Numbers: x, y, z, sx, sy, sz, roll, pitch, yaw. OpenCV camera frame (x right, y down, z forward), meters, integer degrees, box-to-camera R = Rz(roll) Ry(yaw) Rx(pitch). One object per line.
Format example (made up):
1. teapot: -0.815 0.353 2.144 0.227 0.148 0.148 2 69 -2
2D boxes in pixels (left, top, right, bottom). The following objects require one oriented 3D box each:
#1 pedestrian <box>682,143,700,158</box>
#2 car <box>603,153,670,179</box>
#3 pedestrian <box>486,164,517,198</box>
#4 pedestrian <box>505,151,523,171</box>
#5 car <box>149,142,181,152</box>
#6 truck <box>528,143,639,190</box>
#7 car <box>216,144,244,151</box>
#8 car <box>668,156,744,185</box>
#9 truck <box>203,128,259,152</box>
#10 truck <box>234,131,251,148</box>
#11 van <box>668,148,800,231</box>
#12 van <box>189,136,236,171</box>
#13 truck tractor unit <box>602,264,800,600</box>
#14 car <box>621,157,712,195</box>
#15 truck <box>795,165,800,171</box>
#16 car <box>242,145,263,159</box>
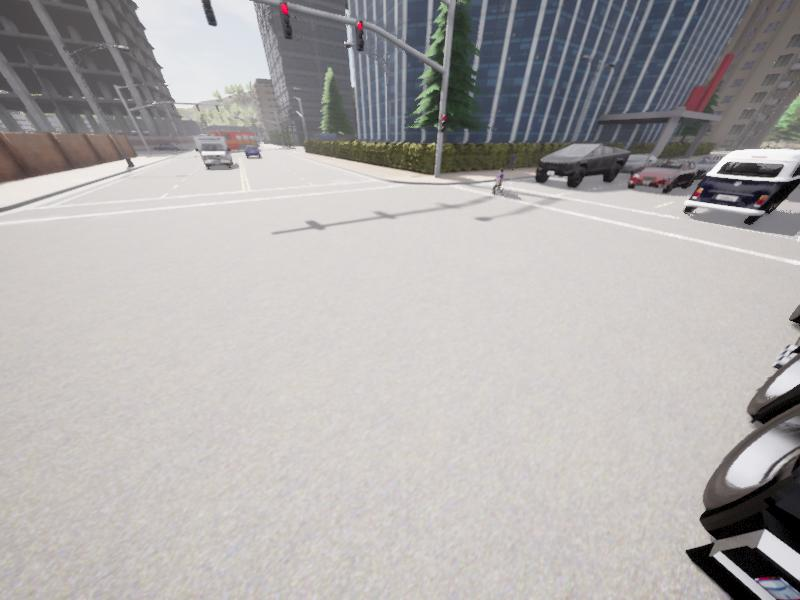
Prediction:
1. pedestrian: 42.494 -21.895 33.796 0.751 1.860 0.751 -19 39 -25
2. car: 18.109 -10.348 17.694 4.674 1.442 1.812 -18 39 -24
3. pedestrian: 4.780 -5.634 10.935 0.751 1.300 0.751 -22 41 -29
4. pedestrian: 9.203 -11.236 18.707 0.751 1.300 0.751 -18 39 -25
5. car: -47.065 -30.711 46.364 3.988 1.617 1.851 -18 39 -25
6. truck: 11.302 -8.398 14.265 6.274 2.098 2.390 -18 39 -24
7. car: -37.547 -33.836 51.124 4.718 1.301 1.895 -19 39 -25
8. car: 20.664 -8.845 15.626 4.181 1.385 1.994 -19 39 -25
9. truck: -34.955 -33.419 48.340 8.468 3.827 2.891 -19 39 -25
10. truck: -45.982 -46.866 67.536 2.891 3.827 8.468 -18 39 -24
11. van: 12.377 -4.104 8.163 4.480 2.038 2.069 -18 39 -24
12. van: -17.307 -13.893 21.711 2.351 2.431 6.366 -18 39 -24
13. truck tractor unit: 5.111 -0.300 0.781 6.516 4.208 3.053 -18 39 -24
14. car: 14.606 -6.908 12.702 4.193 1.474 1.816 -18 39 -24
15. truck: 40.860 -13.555 21.609 5.204 2.467 2.627 -19 39 -24
16. car: -21.100 -21.267 33.044 2.007 1.525 4.514 -17 38 -23
